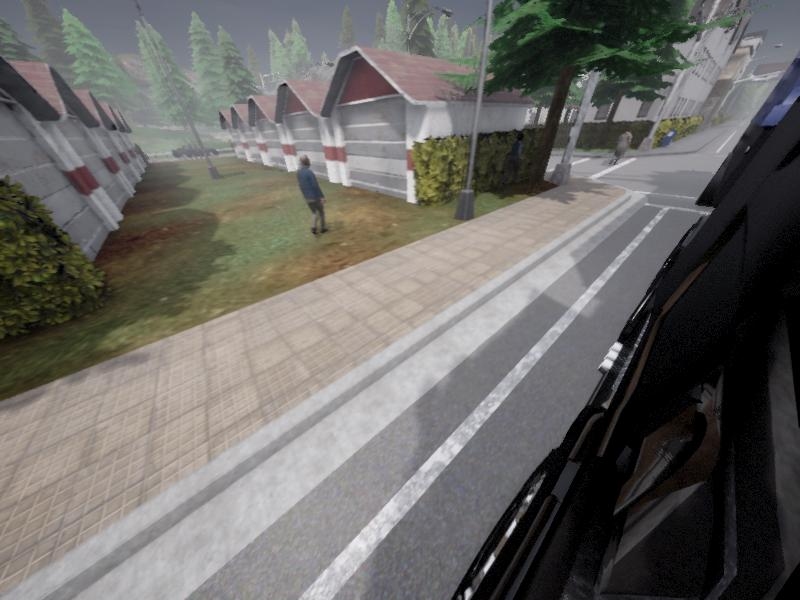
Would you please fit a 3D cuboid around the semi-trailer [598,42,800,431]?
[{"bbox_3d":[8.702,-3.575,4.269,14.254,4.402,2.717,-28,44,-30],"label":"semi-trailer"}]

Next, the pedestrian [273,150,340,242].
[{"bbox_3d":[-2.143,-2.458,5.539,0.751,1.860,0.751,8,38,13],"label":"pedestrian"}]

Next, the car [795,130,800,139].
[{"bbox_3d":[39.130,-15.926,21.268,4.974,1.542,2.038,-28,44,-30],"label":"car"}]

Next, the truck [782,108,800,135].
[{"bbox_3d":[45.910,-20.480,25.027,8.468,3.827,2.891,-28,44,-30],"label":"truck"}]

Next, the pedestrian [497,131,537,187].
[{"bbox_3d":[4.729,-5.765,9.470,0.751,1.860,0.751,-23,41,-25],"label":"pedestrian"}]

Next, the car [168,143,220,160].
[{"bbox_3d":[-27.702,-20.078,31.225,5.008,1.535,1.882,-28,44,-30],"label":"car"}]

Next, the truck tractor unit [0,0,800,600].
[{"bbox_3d":[2.645,-0.295,0.352,6.516,4.208,3.053,-28,44,-30],"label":"truck tractor unit"}]

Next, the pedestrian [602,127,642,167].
[{"bbox_3d":[12.830,-8.878,13.397,0.751,1.860,0.751,-17,39,-18],"label":"pedestrian"}]
